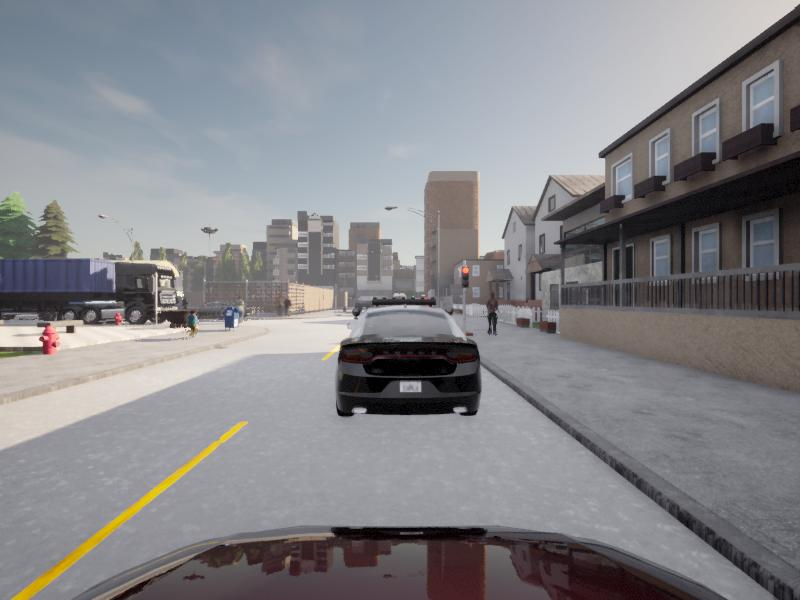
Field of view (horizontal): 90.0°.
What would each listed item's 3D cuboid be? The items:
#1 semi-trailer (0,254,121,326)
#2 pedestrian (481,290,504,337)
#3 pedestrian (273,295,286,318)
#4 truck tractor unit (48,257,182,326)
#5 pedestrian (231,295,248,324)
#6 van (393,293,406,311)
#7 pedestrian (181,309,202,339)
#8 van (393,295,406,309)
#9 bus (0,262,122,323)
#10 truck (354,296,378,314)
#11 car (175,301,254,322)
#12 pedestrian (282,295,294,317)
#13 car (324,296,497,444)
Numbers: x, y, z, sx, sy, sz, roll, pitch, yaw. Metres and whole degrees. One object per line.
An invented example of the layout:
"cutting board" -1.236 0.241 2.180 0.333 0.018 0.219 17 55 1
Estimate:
"semi-trailer" -26.191 -0.618 25.915 14.254 4.402 2.717 0 0 -1
"pedestrian" 3.746 0.533 16.183 0.751 1.860 0.751 0 0 0
"pedestrian" -10.042 0.534 33.362 0.751 1.860 0.751 0 0 8
"truck tractor unit" -18.280 -0.515 26.011 6.516 4.208 3.053 0 0 -1
"pedestrian" -10.592 0.637 26.427 0.751 1.860 0.751 0 0 12
"van" -0.102 0.323 60.394 1.988 2.561 5.915 0 0 -1
"pedestrian" -7.872 0.904 15.096 0.500 1.100 0.500 0 0 13
"van" -0.124 0.378 71.637 2.351 2.431 6.366 0 0 -1
"bus" -27.285 -0.535 29.862 10.273 4.253 3.944 0 0 0
"truck" -4.111 0.542 49.206 2.390 2.098 6.274 0 0 0
"car" -13.818 0.837 30.053 4.902 1.511 2.128 0 0 -2
"pedestrian" -9.636 0.534 34.388 0.751 1.860 0.751 0 0 18
"car" 0.062 0.771 7.066 1.930 1.638 5.238 0 0 -1
